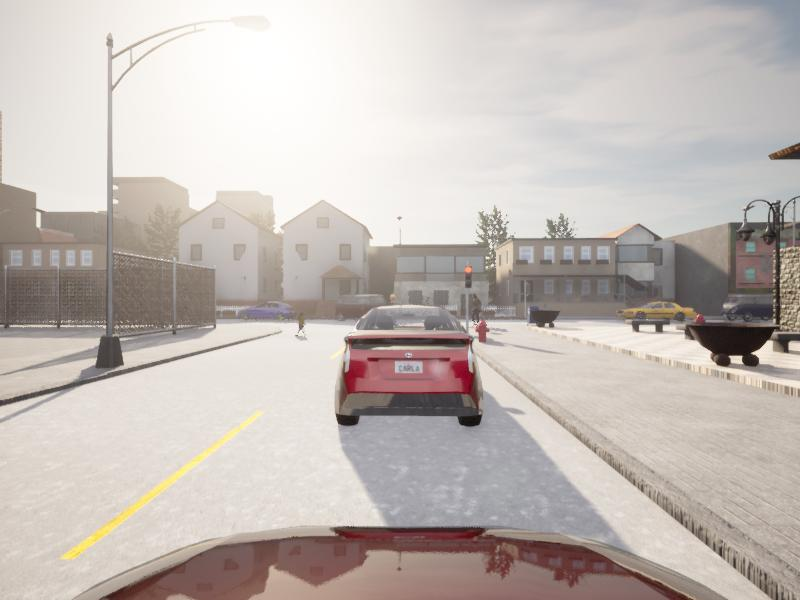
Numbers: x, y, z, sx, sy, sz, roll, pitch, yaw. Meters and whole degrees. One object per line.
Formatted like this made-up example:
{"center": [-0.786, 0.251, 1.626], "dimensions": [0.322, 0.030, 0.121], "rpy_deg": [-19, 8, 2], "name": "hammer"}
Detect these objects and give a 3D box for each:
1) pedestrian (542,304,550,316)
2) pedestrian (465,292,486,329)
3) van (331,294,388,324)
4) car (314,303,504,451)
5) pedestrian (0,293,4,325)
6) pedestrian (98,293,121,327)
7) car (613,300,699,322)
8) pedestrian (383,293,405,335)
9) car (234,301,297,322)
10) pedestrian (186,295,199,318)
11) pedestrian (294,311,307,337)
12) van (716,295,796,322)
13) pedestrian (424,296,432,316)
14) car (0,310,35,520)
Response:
{"center": [13.144, 0.913, 36.040], "dimensions": [0.500, 1.100, 0.500], "rpy_deg": [0, 0, 2], "name": "pedestrian"}
{"center": [3.948, 0.525, 20.851], "dimensions": [0.751, 1.860, 0.751], "rpy_deg": [0, 0, -35], "name": "pedestrian"}
{"center": [-2.976, 0.599, 28.712], "dimensions": [1.775, 1.987, 4.442], "rpy_deg": [0, 0, -43], "name": "van"}
{"center": [0.137, 0.828, 6.489], "dimensions": [2.007, 1.525, 4.514], "rpy_deg": [0, 0, 1], "name": "car"}
{"center": [-23.519, 0.533, 23.044], "dimensions": [0.751, 1.860, 0.751], "rpy_deg": [0, 0, 18], "name": "pedestrian"}
{"center": [-16.275, 0.534, 22.426], "dimensions": [0.751, 1.860, 0.751], "rpy_deg": [0, 0, 7], "name": "pedestrian"}
{"center": [19.268, 0.801, 30.292], "dimensions": [5.366, 1.575, 1.801], "rpy_deg": [0, 0, 0], "name": "car"}
{"center": [-0.292, 0.637, 18.379], "dimensions": [0.751, 1.860, 0.751], "rpy_deg": [0, 0, -26], "name": "pedestrian"}
{"center": [-10.234, 0.854, 30.666], "dimensions": [4.193, 1.474, 1.816], "rpy_deg": [0, 0, 6], "name": "car"}
{"center": [-17.448, 0.533, 33.645], "dimensions": [0.751, 1.860, 0.751], "rpy_deg": [0, 0, 5], "name": "pedestrian"}
{"center": [-4.296, 1.017, 17.247], "dimensions": [0.500, 1.100, 0.500], "rpy_deg": [0, 0, -23], "name": "pedestrian"}
{"center": [26.668, 0.598, 30.054], "dimensions": [4.442, 1.987, 1.775], "rpy_deg": [0, 0, 1], "name": "van"}
{"center": [2.553, 0.533, 36.556], "dimensions": [0.751, 1.860, 0.751], "rpy_deg": [0, 0, 1], "name": "pedestrian"}
{"center": [-4.006, 0.836, 0.742], "dimensions": [2.128, 1.511, 4.902], "rpy_deg": [0, 0, 1], "name": "car"}
